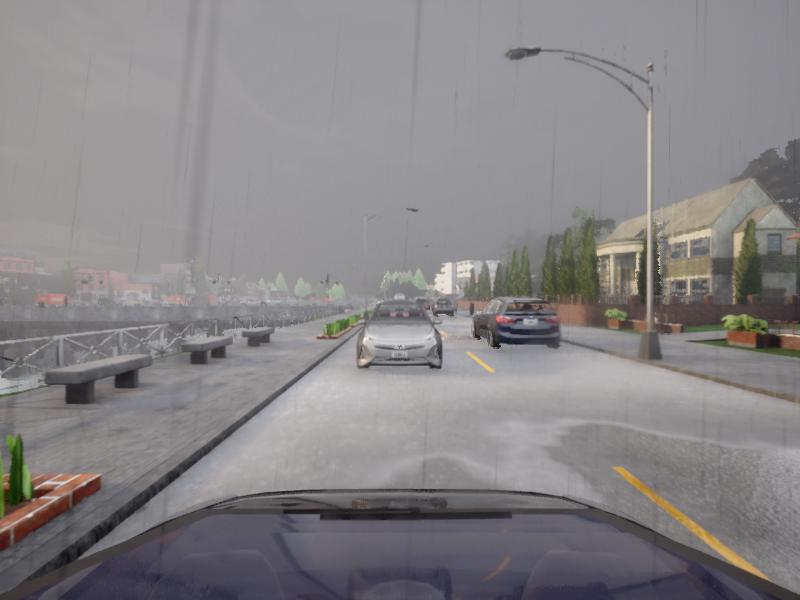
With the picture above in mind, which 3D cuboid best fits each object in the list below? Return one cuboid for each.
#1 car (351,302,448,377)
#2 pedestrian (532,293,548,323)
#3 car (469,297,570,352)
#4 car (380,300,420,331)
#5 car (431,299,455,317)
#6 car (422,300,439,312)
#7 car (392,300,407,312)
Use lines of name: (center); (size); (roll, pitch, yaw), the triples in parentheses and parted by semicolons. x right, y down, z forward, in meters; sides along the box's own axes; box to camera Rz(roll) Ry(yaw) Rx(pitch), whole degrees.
car: (-0.009, 0.812, 10.484); (2.007, 1.525, 4.514); (0, 0, 0)
pedestrian: (8.840, 0.494, 25.254); (0.751, 1.860, 0.751); (0, 0, -4)
car: (3.986, 0.733, 14.324); (2.242, 1.667, 4.611); (0, 0, 0)
car: (-0.017, 0.794, 22.128); (2.007, 1.525, 4.514); (0, 0, 0)
car: (3.972, 0.730, 37.749); (1.851, 1.617, 3.988); (0, 0, 0)
car: (3.957, 0.774, 52.267); (1.816, 1.474, 4.193); (0, 0, 0)
car: (-0.041, 0.744, 51.839); (1.882, 1.535, 5.008); (0, 0, 0)
